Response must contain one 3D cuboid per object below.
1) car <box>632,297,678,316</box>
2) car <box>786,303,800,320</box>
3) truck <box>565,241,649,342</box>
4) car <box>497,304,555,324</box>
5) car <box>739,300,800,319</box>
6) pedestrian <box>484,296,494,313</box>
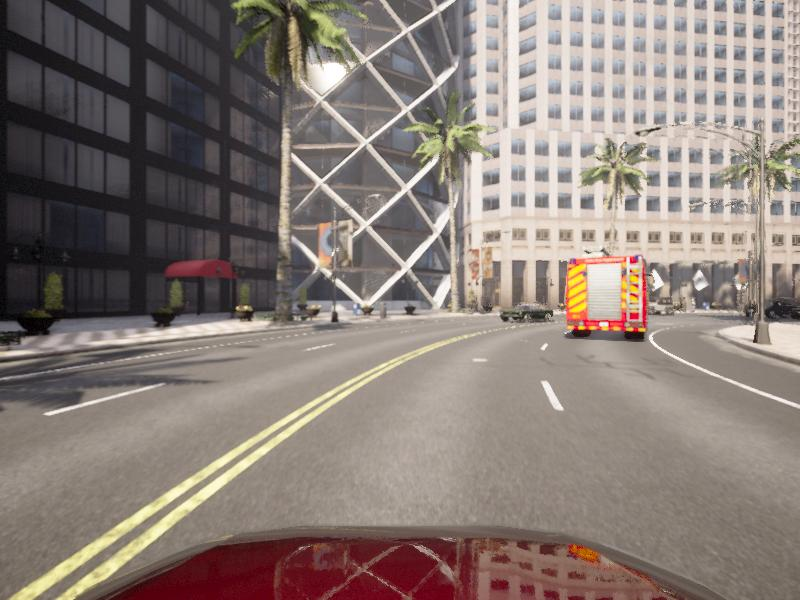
[{"bbox_3d":[26.408,0.658,41.468,3.866,1.878,1.905,0,0,-12],"label":"car"},{"bbox_3d":[33.738,0.924,31.953,4.181,1.385,1.994,0,0,-8],"label":"car"},{"bbox_3d":[10.346,-0.317,19.453,2.891,3.827,8.468,0,0,32],"label":"truck"},{"bbox_3d":[9.060,0.946,28.522,4.718,1.301,1.895,0,0,-43],"label":"car"},{"bbox_3d":[33.484,0.797,35.672,5.027,1.651,2.152,0,0,-7],"label":"car"},{"bbox_3d":[9.469,0.486,42.777,0.751,1.860,0.751,0,0,-20],"label":"pedestrian"}]
